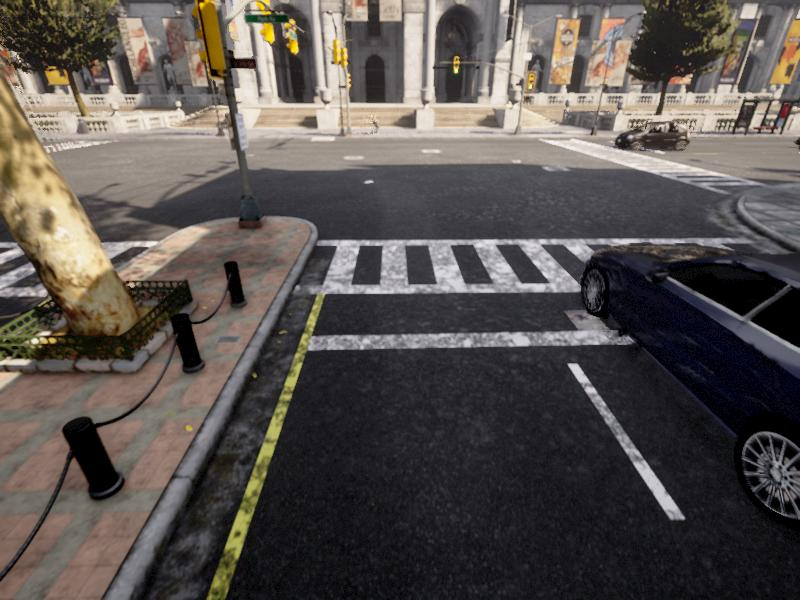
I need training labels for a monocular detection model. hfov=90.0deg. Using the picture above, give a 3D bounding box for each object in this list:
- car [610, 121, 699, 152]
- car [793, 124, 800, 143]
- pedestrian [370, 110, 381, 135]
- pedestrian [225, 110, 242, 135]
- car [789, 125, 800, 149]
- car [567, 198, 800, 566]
[{"bbox_3d":[15.598,-10.121,24.734,3.988,1.617,1.851,-1,27,-1],"label":"car"},{"bbox_3d":[31.304,-11.820,28.126,4.902,1.511,2.128,-1,27,-1],"label":"car"},{"bbox_3d":[-2.006,-14.633,32.969,0.751,1.860,0.751,-5,27,-9],"label":"pedestrian"},{"bbox_3d":[-13.820,-14.763,33.258,0.751,1.860,0.751,-1,27,-1],"label":"pedestrian"},{"bbox_3d":[27.508,-10.132,24.981,4.181,1.385,1.994,-1,27,-1],"label":"car"},{"bbox_3d":[3.974,0.299,4.309,2.152,1.651,5.027,0,27,0],"label":"car"}]
